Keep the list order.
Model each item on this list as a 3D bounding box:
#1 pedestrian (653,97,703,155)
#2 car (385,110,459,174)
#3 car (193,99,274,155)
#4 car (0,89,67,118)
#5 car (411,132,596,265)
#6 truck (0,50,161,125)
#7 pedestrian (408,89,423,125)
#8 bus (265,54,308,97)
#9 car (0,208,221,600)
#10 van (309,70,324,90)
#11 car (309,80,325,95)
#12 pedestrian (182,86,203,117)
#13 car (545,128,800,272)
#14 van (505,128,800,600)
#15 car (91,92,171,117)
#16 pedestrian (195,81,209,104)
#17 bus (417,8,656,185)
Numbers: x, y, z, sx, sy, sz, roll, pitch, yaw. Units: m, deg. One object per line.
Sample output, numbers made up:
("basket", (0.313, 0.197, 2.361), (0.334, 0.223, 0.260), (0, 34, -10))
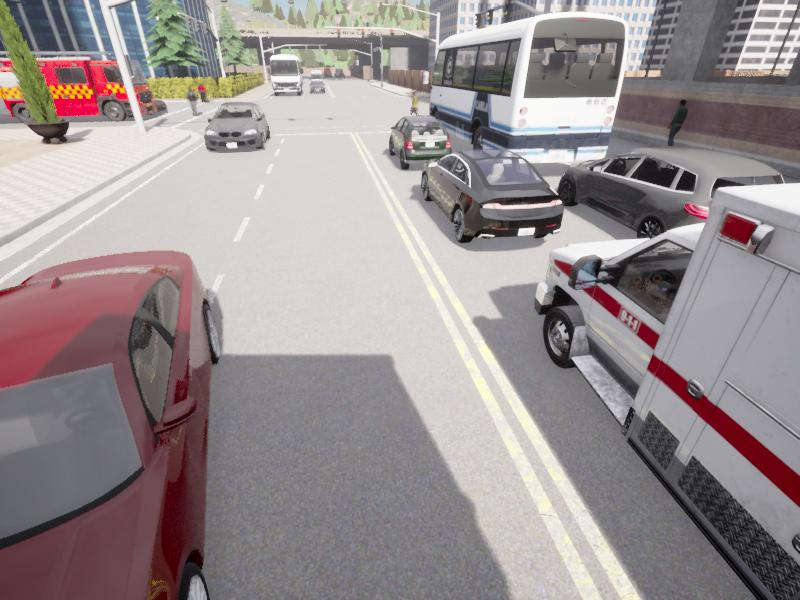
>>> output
("pedestrian", (10.313, -6.477, 14.906), (0.751, 1.860, 0.751), (-5, 31, -9))
("car", (0.644, -5.789, 14.392), (1.789, 1.549, 3.705), (-5, 31, -9))
("car", (-7.047, -7.693, 17.544), (2.242, 1.667, 4.611), (-5, 31, -9))
("car", (-26.832, -13.591, 27.692), (5.238, 1.638, 1.930), (-5, 31, -9))
("car", (1.780, -2.581, 8.940), (2.128, 1.511, 4.902), (-5, 31, -9))
("truck", (-20.563, -13.302, 25.027), (8.468, 3.827, 2.891), (-5, 31, -8))
("pedestrian", (0.910, -11.480, 23.785), (0.751, 1.860, 0.751), (-6, 31, -10))
("bus", (-13.847, -27.982, 49.736), (3.944, 4.253, 10.273), (-5, 31, -9))
("car", (-2.537, 0.875, 3.006), (1.882, 1.535, 5.008), (-11, 32, -18))
("van", (-13.076, -34.666, 62.871), (1.988, 2.561, 5.915), (-5, 32, -9))
("car", (-10.697, -27.578, 51.825), (1.812, 1.442, 4.674), (-5, 31, -9))
("pedestrian", (-14.152, -13.543, 27.333), (0.751, 1.860, 0.751), (-5, 31, -9))
("car", (5.414, -2.439, 8.533), (2.242, 1.667, 4.611), (-5, 31, -9))
("van", (3.129, 0.796, 2.246), (2.351, 2.431, 6.366), (-5, 31, -9))
("car", (-19.397, -14.252, 29.087), (4.181, 1.385, 1.994), (-7, 31, -11))
("pedestrian", (-18.372, -19.272, 37.147), (0.751, 1.860, 0.751), (-8, 31, -14))
("bus", (3.726, -7.941, 15.399), (3.944, 4.253, 10.273), (-5, 31, -9))
